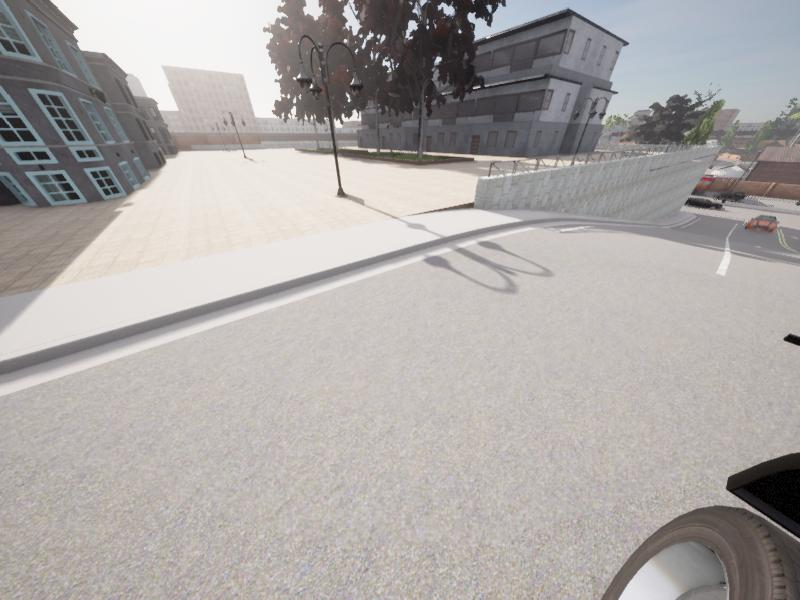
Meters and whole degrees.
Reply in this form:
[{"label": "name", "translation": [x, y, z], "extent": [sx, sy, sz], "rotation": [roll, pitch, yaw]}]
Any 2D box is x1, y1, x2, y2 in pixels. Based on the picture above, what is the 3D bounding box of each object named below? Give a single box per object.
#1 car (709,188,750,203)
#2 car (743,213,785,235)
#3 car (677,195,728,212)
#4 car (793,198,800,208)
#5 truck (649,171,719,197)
[{"label": "car", "translation": [62.442, -19.801, 43.820], "extent": [1.905, 1.878, 3.866], "rotation": [-22, 41, -28]}, {"label": "car", "translation": [44.805, -9.501, 28.510], "extent": [4.553, 1.767, 2.097], "rotation": [-18, 38, -31]}, {"label": "car", "translation": [51.957, -16.698, 39.783], "extent": [1.882, 1.535, 5.008], "rotation": [-22, 41, -28]}, {"label": "car", "translation": [70.867, -16.254, 39.121], "extent": [1.994, 1.385, 4.181], "rotation": [-22, 41, -28]}, {"label": "truck", "translation": [60.967, -25.301, 49.942], "extent": [2.891, 3.827, 8.468], "rotation": [-22, 41, -28]}]
